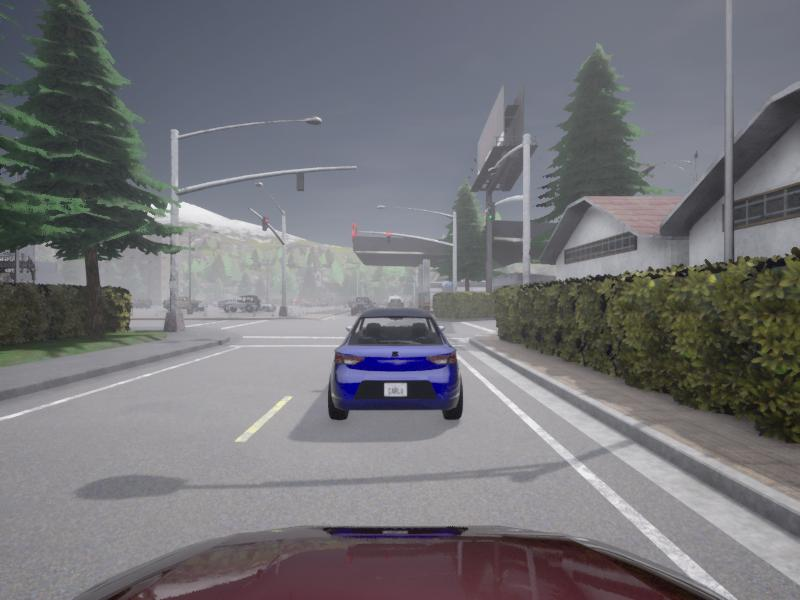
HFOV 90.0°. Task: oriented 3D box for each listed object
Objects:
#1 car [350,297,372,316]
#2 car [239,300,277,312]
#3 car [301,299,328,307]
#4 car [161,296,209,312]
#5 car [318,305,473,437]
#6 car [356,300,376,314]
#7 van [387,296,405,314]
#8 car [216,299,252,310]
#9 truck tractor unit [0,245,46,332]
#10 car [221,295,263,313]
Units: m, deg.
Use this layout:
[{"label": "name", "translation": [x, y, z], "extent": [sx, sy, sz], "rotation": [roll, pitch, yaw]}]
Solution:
[{"label": "car", "translation": [-3.957, 0.646, 41.350], "extent": [1.905, 1.878, 3.866], "rotation": [0, 0, -1]}, {"label": "car", "translation": [-16.706, 0.704, 47.253], "extent": [3.806, 1.475, 1.970], "rotation": [0, 0, -1]}, {"label": "car", "translation": [-17.339, 0.674, 81.505], "extent": [5.027, 1.636, 2.152], "rotation": [0, 0, -1]}, {"label": "car", "translation": [-25.183, 0.441, 47.071], "extent": [4.605, 1.855, 1.932], "rotation": [0, 0, -1]}, {"label": "car", "translation": [-0.077, 0.854, 6.770], "extent": [1.816, 1.474, 4.193], "rotation": [0, 0, -1]}, {"label": "car", "translation": [-4.027, 0.778, 47.802], "extent": [2.033, 1.649, 4.856], "rotation": [0, 0, -1]}, {"label": "van", "translation": [-0.533, 0.571, 48.252], "extent": [2.069, 2.038, 4.480], "rotation": [0, 0, -1]}, {"label": "car", "translation": [-24.683, 0.641, 59.538], "extent": [4.514, 1.523, 2.007], "rotation": [0, 0, -1]}, {"label": "truck tractor unit", "translation": [-23.146, -0.912, 20.938], "extent": [6.516, 4.208, 3.053], "rotation": [6, 6, -1]}, {"label": "car", "translation": [-17.261, 0.420, 43.919], "extent": [3.866, 1.878, 1.905], "rotation": [0, 0, -1]}]
